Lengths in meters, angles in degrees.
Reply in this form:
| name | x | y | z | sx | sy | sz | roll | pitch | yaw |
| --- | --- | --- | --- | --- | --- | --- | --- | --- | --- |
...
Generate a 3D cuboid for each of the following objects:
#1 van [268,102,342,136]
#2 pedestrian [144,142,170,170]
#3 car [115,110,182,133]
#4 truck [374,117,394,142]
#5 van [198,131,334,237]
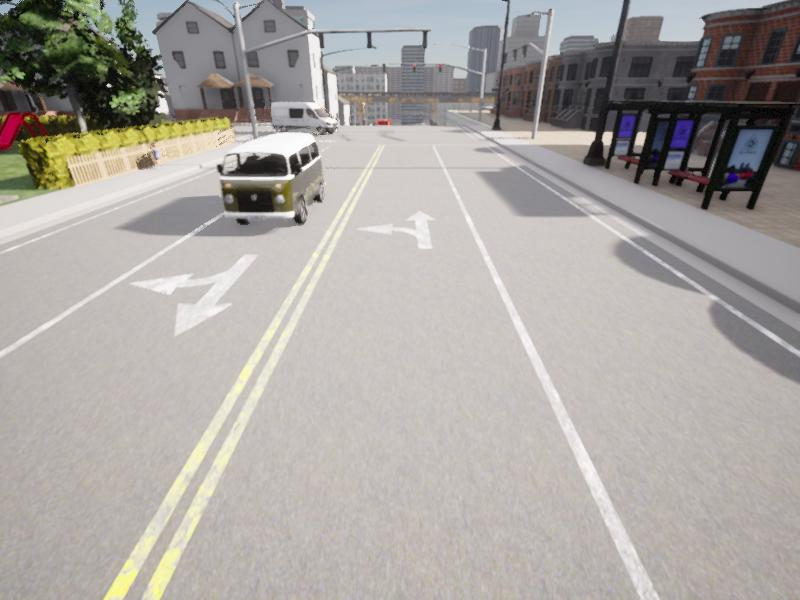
| name | x | y | z | sx | sy | sz | roll | pitch | yaw |
| --- | --- | --- | --- | --- | --- | --- | --- | --- | --- |
| van | -8.192 | -15.748 | 34.715 | 5.915 | 2.561 | 1.988 | 9 | 28 | 18 |
| pedestrian | -10.475 | -6.213 | 17.264 | 0.500 | 1.100 | 0.500 | 2 | 27 | 3 |
| car | -23.015 | -16.394 | 36.739 | 4.605 | 1.855 | 1.932 | 1 | 27 | 1 |
| truck | -2.312 | -24.883 | 58.416 | 2.627 | 2.467 | 5.204 | 0 | 13 | 1 |
| van | -3.352 | -3.457 | 11.204 | 2.069 | 2.038 | 4.480 | 1 | 27 | 1 |
